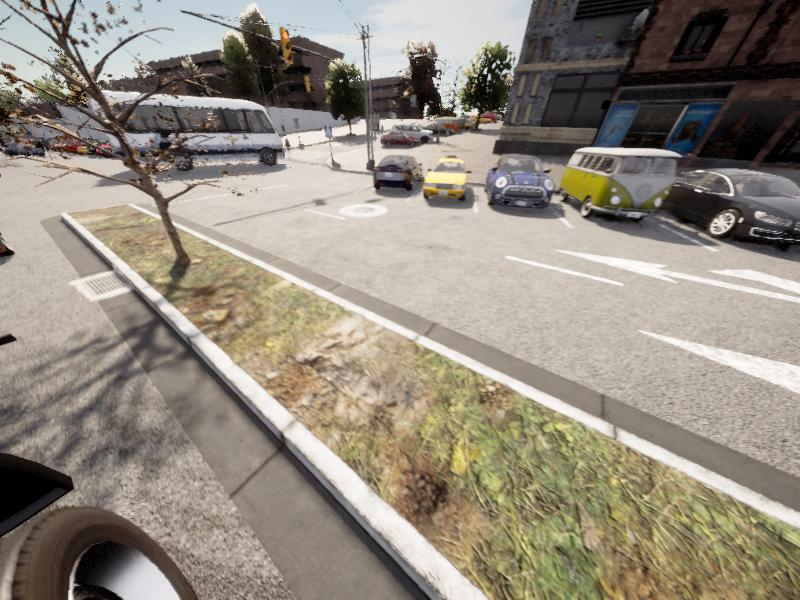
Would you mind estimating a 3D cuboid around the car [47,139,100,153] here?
[{"bbox_3d":[-55.738,-26.427,39.594,2.185,1.767,4.553,6,35,7],"label":"car"}]

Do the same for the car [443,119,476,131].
[{"bbox_3d":[10.525,-31.287,41.300,5.366,1.575,1.946,6,41,7],"label":"car"}]

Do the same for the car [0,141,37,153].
[{"bbox_3d":[-62.795,-25.170,38.045,4.792,1.488,2.163,18,39,23],"label":"car"}]

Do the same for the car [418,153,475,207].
[{"bbox_3d":[2.355,-5.930,10.971,1.946,1.575,5.366,9,35,11],"label":"car"}]

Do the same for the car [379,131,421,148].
[{"bbox_3d":[0.047,-19.091,27.445,4.674,1.452,2.002,6,41,7],"label":"car"}]

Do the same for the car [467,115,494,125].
[{"bbox_3d":[17.815,-40.008,51.255,5.366,1.575,1.946,6,41,6],"label":"car"}]

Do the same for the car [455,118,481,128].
[{"bbox_3d":[13.275,-34.762,45.332,4.674,1.452,2.002,6,41,7],"label":"car"}]

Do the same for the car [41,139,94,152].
[{"bbox_3d":[-58.387,-27.233,40.713,2.185,1.767,4.553,5,35,7],"label":"car"}]

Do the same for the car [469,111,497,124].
[{"bbox_3d":[19.044,-41.966,53.115,5.566,2.045,2.435,5,42,6],"label":"car"}]

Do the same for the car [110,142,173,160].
[{"bbox_3d":[-32.090,-18.714,28.931,2.185,1.767,4.553,6,35,8],"label":"car"}]

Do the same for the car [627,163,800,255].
[{"bbox_3d":[9.843,-3.016,6.921,2.231,1.521,4.892,10,35,12],"label":"car"}]

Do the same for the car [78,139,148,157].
[{"bbox_3d":[-39.953,-21.446,32.490,2.435,2.045,5.566,5,35,7],"label":"car"}]

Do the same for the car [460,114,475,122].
[{"bbox_3d":[17.417,-47.022,59.566,2.128,1.511,4.902,19,42,21],"label":"car"}]

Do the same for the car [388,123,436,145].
[{"bbox_3d":[1.538,-21.051,29.240,5.566,2.045,2.435,6,41,7],"label":"car"}]

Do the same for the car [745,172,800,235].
[{"bbox_3d":[12.293,-1.957,5.510,2.002,1.452,4.674,9,35,12],"label":"car"}]

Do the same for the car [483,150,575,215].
[{"bbox_3d":[4.901,-5.153,9.685,2.185,1.767,4.553,9,35,11],"label":"car"}]

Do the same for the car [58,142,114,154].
[{"bbox_3d":[-50.485,-24.613,37.343,2.163,1.488,4.792,5,35,7],"label":"car"}]

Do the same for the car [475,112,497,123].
[{"bbox_3d":[20.483,-43.644,55.222,4.553,1.767,2.185,5,41,6],"label":"car"}]

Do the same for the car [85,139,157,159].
[{"bbox_3d":[-37.324,-20.555,31.259,2.435,2.045,5.566,6,35,7],"label":"car"}]

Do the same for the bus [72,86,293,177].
[{"bbox_3d":[-14.333,-12.273,17.105,10.273,4.253,3.944,-25,46,-31],"label":"bus"}]

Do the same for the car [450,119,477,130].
[{"bbox_3d":[11.817,-33.013,43.335,4.674,1.452,2.002,6,42,7],"label":"car"}]

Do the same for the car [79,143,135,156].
[{"bbox_3d":[-42.593,-22.042,33.808,2.002,1.452,4.674,5,35,7],"label":"car"}]

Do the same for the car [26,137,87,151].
[{"bbox_3d":[-63.645,-29.046,43.037,2.435,2.045,5.566,5,35,7],"label":"car"}]

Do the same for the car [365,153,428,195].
[{"bbox_3d":[0.039,-7.059,12.622,2.163,1.488,4.792,8,35,11],"label":"car"}]

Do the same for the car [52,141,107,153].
[{"bbox_3d":[-53.111,-25.466,38.476,2.231,1.521,4.892,6,35,7],"label":"car"}]

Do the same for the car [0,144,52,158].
[{"bbox_3d":[-49.615,-19.604,30.368,5.357,1.411,2.033,9,36,13],"label":"car"}]

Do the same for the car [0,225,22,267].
[{"bbox_3d":[-10.482,-1.546,4.825,4.181,1.385,1.994,20,40,26],"label":"car"}]

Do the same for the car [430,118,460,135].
[{"bbox_3d":[7.280,-27.998,37.209,4.442,1.987,1.878,6,42,7],"label":"car"}]

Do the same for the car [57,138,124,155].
[{"bbox_3d":[-47.848,-23.997,36.013,2.435,2.045,5.566,5,35,7],"label":"car"}]

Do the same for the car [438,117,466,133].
[{"bbox_3d":[8.752,-29.742,39.199,4.442,1.987,1.878,6,42,7],"label":"car"}]

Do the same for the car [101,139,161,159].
[{"bbox_3d":[-34.715,-19.622,30.011,1.878,1.987,4.442,6,35,7],"label":"car"}]

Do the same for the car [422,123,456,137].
[{"bbox_3d":[5.919,-26.082,35.365,4.892,1.521,2.231,6,41,7],"label":"car"}]

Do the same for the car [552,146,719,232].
[{"bbox_3d":[7.346,-4.150,8.109,1.878,1.987,4.442,9,35,12],"label":"car"}]

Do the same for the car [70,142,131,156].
[{"bbox_3d":[-45.193,-23.034,35.112,1.946,1.575,5.366,5,35,7],"label":"car"}]
